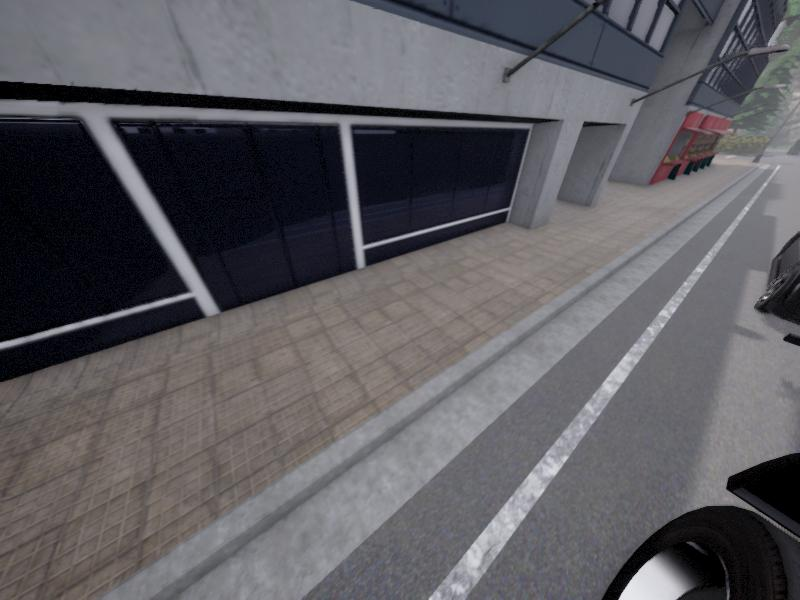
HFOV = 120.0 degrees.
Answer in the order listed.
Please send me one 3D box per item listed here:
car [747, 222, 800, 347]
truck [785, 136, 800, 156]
[{"bbox_3d":[7.234,-0.393,3.223,4.181,1.385,1.994,-22,41,-28],"label":"car"},{"bbox_3d":[55.217,-20.703,31.015,6.274,2.098,2.390,-27,43,-33],"label":"truck"}]
